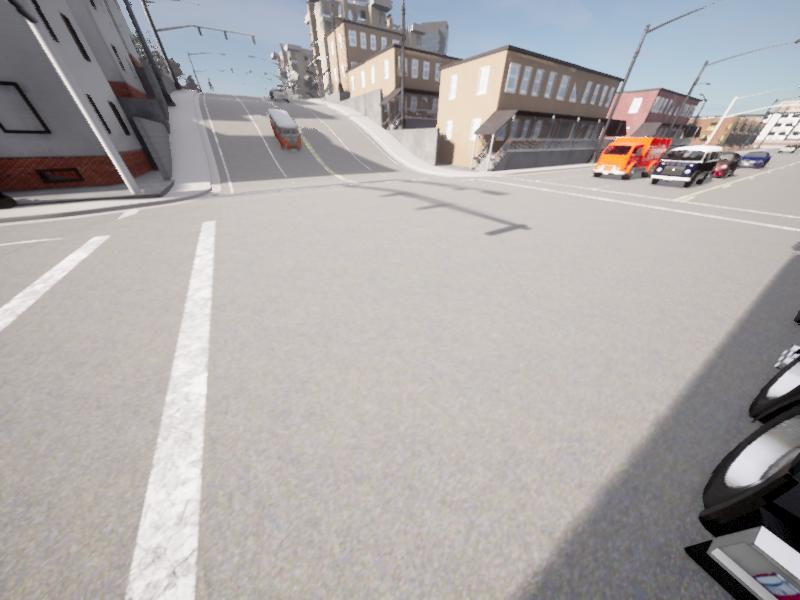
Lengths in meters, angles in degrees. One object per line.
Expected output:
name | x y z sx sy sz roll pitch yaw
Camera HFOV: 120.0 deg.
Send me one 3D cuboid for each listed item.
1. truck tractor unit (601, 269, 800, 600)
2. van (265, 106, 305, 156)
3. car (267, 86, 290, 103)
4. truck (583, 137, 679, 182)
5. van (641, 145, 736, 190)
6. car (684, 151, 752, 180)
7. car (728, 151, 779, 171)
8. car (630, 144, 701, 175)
truck tractor unit | 5.117 -0.295 0.768 6.516 4.208 3.053 -18 39 -24
van | -9.951 -14.682 20.072 1.775 1.987 4.442 -20 61 -26
car | -17.074 -28.859 32.445 1.970 1.475 3.806 -19 48 -25
truck | 16.683 -10.319 16.796 5.204 2.467 2.627 -18 39 -24
van | 17.517 -8.176 14.098 4.480 2.038 2.069 -19 39 -25
car | 23.838 -10.147 17.361 3.988 1.617 1.851 -19 39 -25
car | 35.362 -13.994 23.122 4.674 1.442 1.812 -19 39 -25
car | 23.369 -12.486 20.332 5.566 2.045 2.150 -19 39 -25
